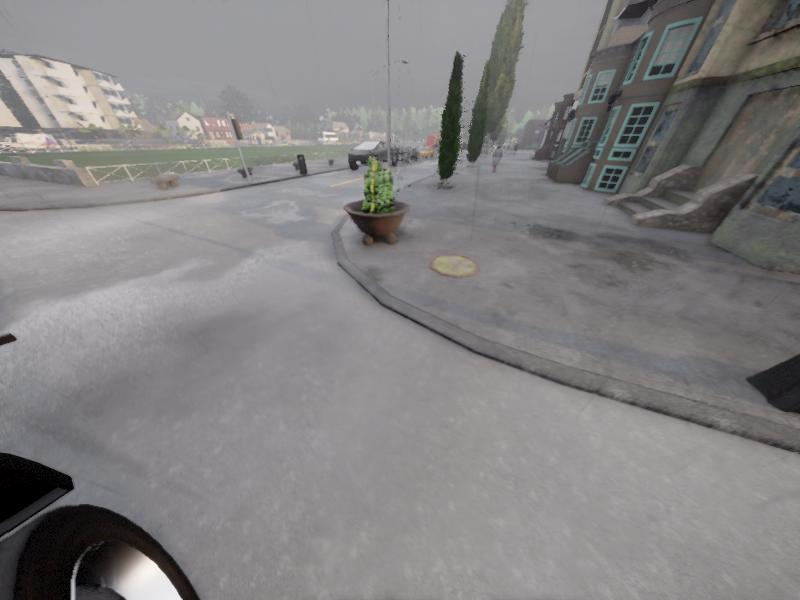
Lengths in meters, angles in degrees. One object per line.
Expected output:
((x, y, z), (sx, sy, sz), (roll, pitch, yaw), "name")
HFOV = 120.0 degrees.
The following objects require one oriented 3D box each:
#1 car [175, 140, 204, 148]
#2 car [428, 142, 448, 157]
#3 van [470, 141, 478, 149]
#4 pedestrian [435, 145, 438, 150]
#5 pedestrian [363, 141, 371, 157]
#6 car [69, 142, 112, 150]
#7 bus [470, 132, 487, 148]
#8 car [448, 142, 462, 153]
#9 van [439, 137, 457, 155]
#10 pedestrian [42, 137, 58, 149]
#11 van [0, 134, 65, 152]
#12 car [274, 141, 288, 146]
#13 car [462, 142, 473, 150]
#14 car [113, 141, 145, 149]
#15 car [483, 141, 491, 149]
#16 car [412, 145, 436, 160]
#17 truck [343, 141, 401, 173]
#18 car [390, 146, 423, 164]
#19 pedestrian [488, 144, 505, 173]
((-54.003, -40.186, 59.412), (2.033, 1.649, 4.856), (13, 37, 17), "car")
((6.351, -24.984, 38.245), (1.932, 1.855, 4.605), (13, 37, 17), "car")
((23.730, -49.875, 74.093), (1.775, 1.987, 4.442), (13, 37, 17), "van")
((8.831, -36.741, 55.598), (0.500, 1.100, 0.500), (-21, 40, -27), "pedestrian")
((-4.702, -21.843, 33.400), (0.751, 1.860, 0.751), (13, 37, 17), "pedestrian")
((-60.798, -30.345, 45.494), (1.895, 1.301, 4.718), (13, 37, 17), "car")
((28.038, -56.765, 82.050), (3.944, 4.253, 10.273), (13, 37, 17), "bus")
((11.851, -32.812, 49.624), (2.097, 1.767, 4.553), (13, 37, 17), "car")
((9.137, -29.241, 43.813), (1.988, 2.561, 5.915), (13, 37, 17), "van")
((-67.399, -30.262, 44.490), (0.751, 1.860, 0.751), (16, 38, 21), "pedestrian")
((-63.540, -26.892, 39.514), (2.351, 2.431, 6.366), (13, 37, 17), "van")
((-42.599, -56.376, 83.001), (1.994, 1.385, 4.181), (13, 37, 17), "car")
((18.676, -42.511, 63.759), (2.033, 1.649, 4.856), (13, 37, 17), "car")
((-58.559, -33.612, 50.052), (1.970, 1.475, 3.806), (13, 37, 18), "car")
((27.767, -49.414, 73.592), (1.905, 1.878, 3.866), (13, 37, 17), "car")
((3.432, -20.691, 32.307), (1.801, 1.575, 5.366), (13, 37, 17), "car")
((-2.165, -12.900, 20.602), (2.390, 2.098, 6.274), (13, 37, 17), "truck")
((0.844, -16.964, 26.986), (2.128, 1.511, 4.902), (13, 37, 17), "car")
((7.597, -11.136, 18.219), (0.751, 1.860, 0.751), (9, 36, 12), "pedestrian")
